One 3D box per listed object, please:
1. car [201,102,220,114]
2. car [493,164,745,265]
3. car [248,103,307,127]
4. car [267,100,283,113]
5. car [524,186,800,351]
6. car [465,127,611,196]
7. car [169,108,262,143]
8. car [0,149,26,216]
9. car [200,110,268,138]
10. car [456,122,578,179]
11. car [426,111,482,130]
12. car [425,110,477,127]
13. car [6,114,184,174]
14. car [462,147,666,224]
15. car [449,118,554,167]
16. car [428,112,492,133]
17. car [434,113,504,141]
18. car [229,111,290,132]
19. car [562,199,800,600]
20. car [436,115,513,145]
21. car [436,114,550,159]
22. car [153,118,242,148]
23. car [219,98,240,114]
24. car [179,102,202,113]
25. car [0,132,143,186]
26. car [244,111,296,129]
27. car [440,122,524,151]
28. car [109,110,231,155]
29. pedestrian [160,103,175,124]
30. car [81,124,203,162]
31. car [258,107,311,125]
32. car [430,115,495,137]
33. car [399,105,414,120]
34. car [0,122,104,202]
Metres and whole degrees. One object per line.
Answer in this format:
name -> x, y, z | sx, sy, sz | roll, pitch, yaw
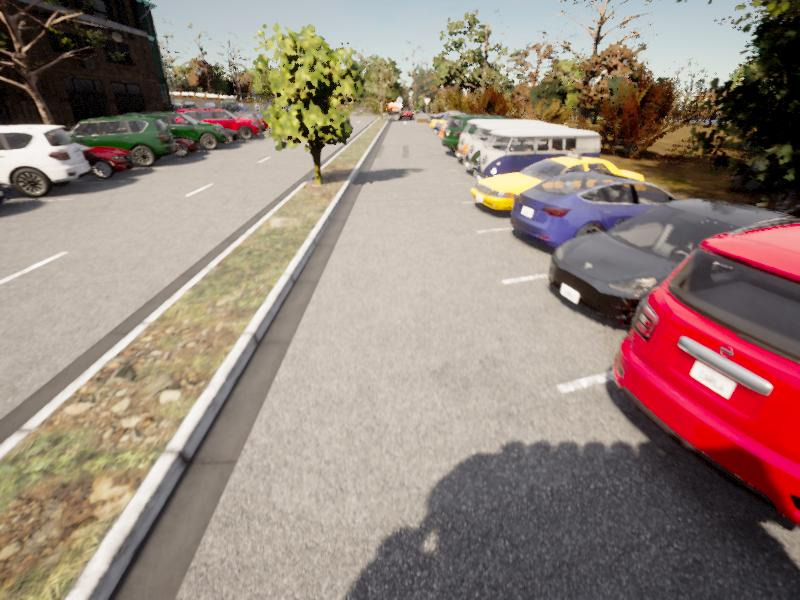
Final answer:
car -> -28.229, -28.680, 59.676 | 2.002, 1.452, 4.674 | -8, 27, -17
car -> 4.923, -2.157, 9.283 | 4.792, 1.488, 2.163 | -8, 28, -18
car -> -12.832, -19.493, 42.080 | 5.566, 2.045, 2.435 | -9, 29, -17
car -> -23.418, -36.166, 74.782 | 2.435, 2.045, 5.566 | -8, 26, -17
car -> 4.839, -0.786, 6.613 | 4.792, 1.488, 2.163 | -8, 29, -18
car -> 4.859, -5.083, 14.409 | 4.442, 1.987, 1.878 | -8, 29, -18
car -> -13.013, -12.608, 28.709 | 5.566, 2.045, 2.435 | -9, 28, -17
car -> -13.292, -2.761, 10.099 | 5.008, 1.535, 2.097 | -9, 28, -17
car -> -12.963, -13.866, 31.431 | 4.553, 1.767, 2.185 | -9, 29, -17
car -> 4.890, -6.445, 17.058 | 4.442, 1.987, 1.878 | -8, 29, -18
car -> 5.285, -17.719, 39.484 | 4.892, 1.521, 2.231 | -8, 28, -18
car -> 5.340, -19.272, 42.502 | 4.892, 1.521, 2.231 | -8, 29, -18
car -> -13.208, -7.098, 17.988 | 5.566, 2.045, 2.435 | -10, 29, -17
car -> 4.754, -3.516, 11.845 | 5.366, 1.575, 1.946 | -8, 29, -18
car -> 4.921, -7.806, 19.705 | 4.442, 1.987, 1.878 | -8, 29, -18
car -> 5.422, -16.198, 36.526 | 5.366, 1.575, 1.946 | -8, 28, -18
car -> 5.197, -13.181, 30.383 | 4.553, 1.767, 2.185 | -8, 29, -18
car -> -12.907, -16.505, 36.841 | 5.008, 1.535, 2.097 | -9, 28, -17
car -> 4.866, 0.314, 3.862 | 5.566, 2.045, 2.435 | -8, 28, -18
car -> 5.100, -11.815, 27.724 | 4.553, 1.767, 2.185 | -8, 28, -18
car -> 5.091, -9.212, 22.389 | 5.566, 2.045, 2.435 | -8, 28, -18
car -> -13.048, -10.983, 26.160 | 4.792, 1.488, 2.163 | -9, 28, -17
car -> -25.253, -28.882, 59.468 | 2.435, 2.045, 5.566 | -8, 27, -17
car -> -31.186, -28.763, 59.714 | 2.231, 1.521, 4.892 | -8, 28, -17
car -> -13.221, -5.508, 15.444 | 5.008, 1.535, 2.097 | -9, 28, -17
car -> -12.855, -17.855, 39.549 | 4.674, 1.452, 2.002 | -9, 28, -17
car -> 5.096, -10.308, 25.156 | 4.674, 1.452, 2.002 | -8, 29, -18
car -> -13.088, -9.859, 23.360 | 5.566, 2.045, 2.435 | -9, 28, -17
pedestrian -> -22.972, -18.479, 39.551 | 0.751, 1.860, 0.751 | -8, 27, -17
car -> -13.119, -8.235, 20.814 | 4.792, 1.488, 2.163 | -9, 28, -17
car -> -12.935, -20.645, 44.835 | 5.366, 1.575, 1.946 | -10, 29, -17
car -> 5.181, -14.585, 33.450 | 4.792, 1.488, 2.163 | -8, 29, -18
car -> 0.895, -25.132, 53.630 | 1.851, 1.617, 3.988 | 2, 27, 4
car -> -13.279, -4.351, 12.645 | 5.566, 2.045, 2.435 | -10, 29, -17
